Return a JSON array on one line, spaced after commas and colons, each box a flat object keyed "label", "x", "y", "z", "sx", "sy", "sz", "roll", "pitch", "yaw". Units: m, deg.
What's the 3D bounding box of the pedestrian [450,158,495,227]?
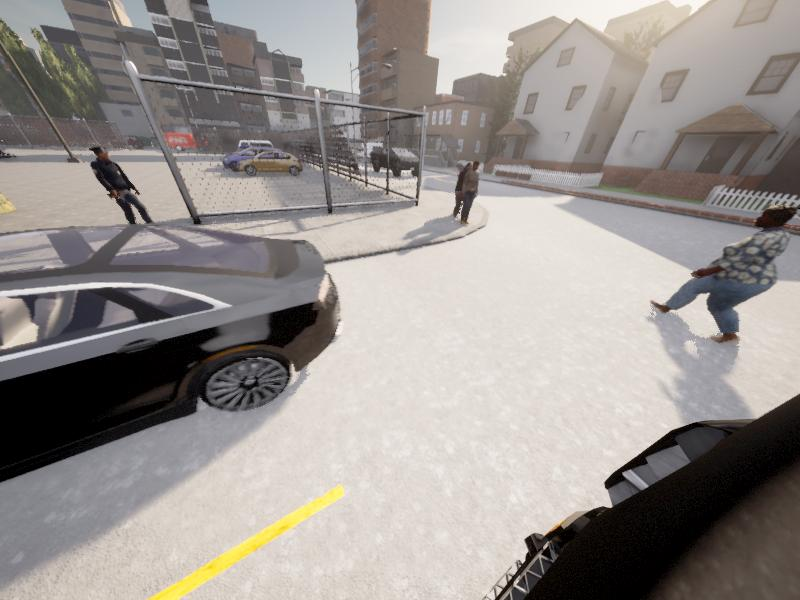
[{"label": "pedestrian", "x": 2.194, "y": -3.324, "z": 7.240, "sx": 0.751, "sy": 1.860, "sz": 0.751, "roll": -3, "pitch": 34, "yaw": -10}]

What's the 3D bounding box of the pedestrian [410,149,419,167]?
[{"label": "pedestrian", "x": 1.894, "y": -18.575, "z": 30.223, "sx": 0.751, "sy": 1.860, "sz": 0.751, "roll": -11, "pitch": 36, "yaw": -20}]

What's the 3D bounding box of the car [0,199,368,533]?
[{"label": "car", "x": -2.986, "y": 0.319, "z": 1.878, "sx": 4.902, "sy": 1.511, "sz": 2.128, "roll": -16, "pitch": 38, "yaw": -26}]

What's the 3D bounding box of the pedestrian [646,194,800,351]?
[{"label": "pedestrian", "x": 4.542, "y": -0.348, "z": 3.125, "sx": 0.751, "sy": 1.860, "sz": 0.751, "roll": -15, "pitch": 38, "yaw": -25}]

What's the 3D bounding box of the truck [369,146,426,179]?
[{"label": "truck", "x": -0.470, "y": -12.786, "z": 21.317, "sx": 2.390, "sy": 2.098, "sz": 6.274, "roll": -15, "pitch": 38, "yaw": -26}]

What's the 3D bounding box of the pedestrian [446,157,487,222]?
[{"label": "pedestrian", "x": 2.168, "y": -3.672, "z": 7.763, "sx": 0.751, "sy": 1.860, "sz": 0.751, "roll": -4, "pitch": 34, "yaw": -10}]

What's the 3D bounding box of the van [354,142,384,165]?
[{"label": "van", "x": -4.611, "y": -21.650, "z": 33.963, "sx": 1.988, "sy": 2.561, "sz": 5.915, "roll": -16, "pitch": 38, "yaw": -26}]

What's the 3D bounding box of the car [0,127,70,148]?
[{"label": "car", "x": -48.684, "y": -21.251, "z": 30.292, "sx": 5.566, "sy": 2.045, "sz": 2.150, "roll": -16, "pitch": 38, "yaw": -26}]

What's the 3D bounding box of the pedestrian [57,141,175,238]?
[{"label": "pedestrian", "x": -6.320, "y": -2.488, "z": 5.299, "sx": 0.751, "sy": 1.860, "sz": 0.751, "roll": 8, "pitch": 34, "yaw": 8}]
